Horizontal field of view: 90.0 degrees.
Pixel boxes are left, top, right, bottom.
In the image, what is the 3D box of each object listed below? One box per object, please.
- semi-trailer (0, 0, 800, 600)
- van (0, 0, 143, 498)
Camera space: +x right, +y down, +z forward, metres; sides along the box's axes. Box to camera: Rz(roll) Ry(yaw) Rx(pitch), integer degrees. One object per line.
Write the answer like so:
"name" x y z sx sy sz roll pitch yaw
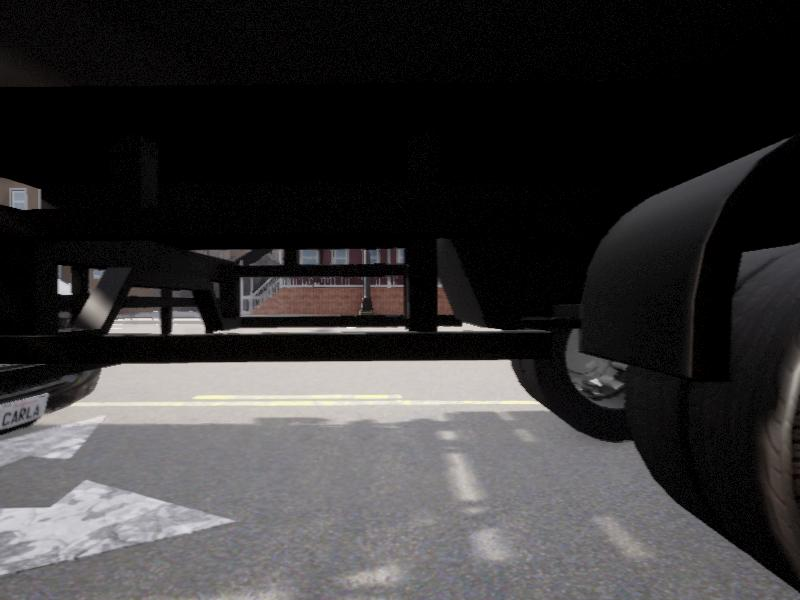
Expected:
"semi-trailer" 5.340 -1.243 2.220 14.254 4.402 2.717 0 0 0
"van" -5.010 -0.254 2.184 5.915 2.561 1.988 0 0 0
